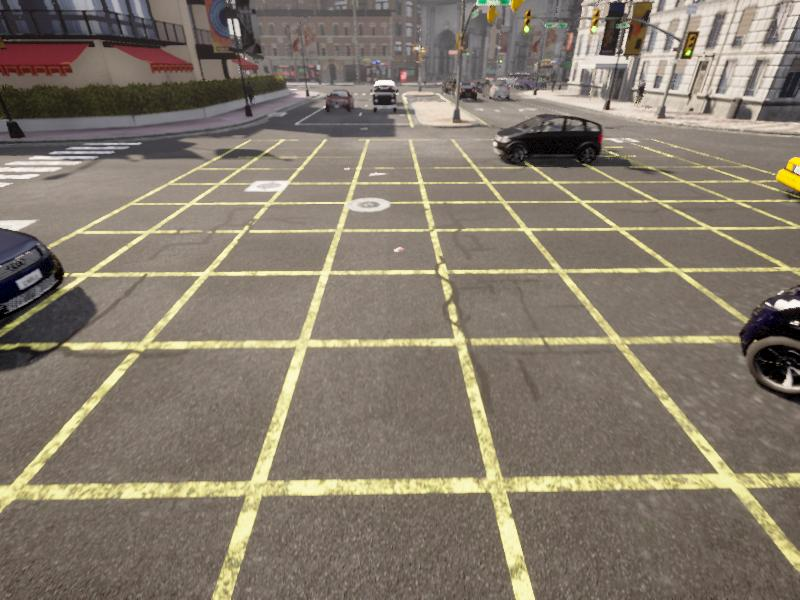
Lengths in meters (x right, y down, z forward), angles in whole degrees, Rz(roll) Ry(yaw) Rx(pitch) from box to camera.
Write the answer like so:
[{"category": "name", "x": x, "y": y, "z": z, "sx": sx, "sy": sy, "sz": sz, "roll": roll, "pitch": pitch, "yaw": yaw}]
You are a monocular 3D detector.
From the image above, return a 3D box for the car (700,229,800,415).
[{"category": "car", "x": 5.195, "y": 0.679, "z": 3.317, "sx": 1.845, "sy": 1.501, "sz": 3.633, "roll": -14, "pitch": 33, "yaw": -22}]

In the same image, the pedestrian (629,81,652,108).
[{"category": "pedestrian", "x": 18.815, "y": -16.106, "z": 31.320, "sx": 0.751, "sy": 1.860, "sz": 0.751, "roll": -3, "pitch": 30, "yaw": -5}]

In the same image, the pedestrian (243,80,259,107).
[{"category": "pedestrian", "x": -11.848, "y": -16.383, "z": 31.806, "sx": 0.751, "sy": 1.860, "sz": 0.751, "roll": -2, "pitch": 30, "yaw": -3}]

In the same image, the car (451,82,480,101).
[{"category": "car", "x": 6.654, "y": -21.522, "z": 41.253, "sx": 2.038, "sy": 1.542, "sz": 4.974, "roll": 0, "pitch": 30, "yaw": -1}]

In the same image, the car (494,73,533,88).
[{"category": "car", "x": 18.271, "y": -35.505, "z": 64.645, "sx": 5.566, "sy": 2.045, "sz": 2.150, "roll": 0, "pitch": 30, "yaw": 0}]

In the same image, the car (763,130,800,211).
[{"category": "car", "x": 12.402, "y": -2.863, "z": 9.317, "sx": 5.366, "sy": 1.575, "sz": 1.801, "roll": 10, "pitch": 32, "yaw": 16}]

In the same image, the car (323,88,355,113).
[{"category": "car", "x": -4.673, "y": -15.640, "z": 31.295, "sx": 1.812, "sy": 1.442, "sz": 4.674, "roll": 0, "pitch": 30, "yaw": -1}]

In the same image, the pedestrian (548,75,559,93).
[{"category": "pedestrian", "x": 18.756, "y": -26.418, "z": 48.943, "sx": 0.751, "sy": 1.860, "sz": 0.751, "roll": 0, "pitch": 30, "yaw": 1}]

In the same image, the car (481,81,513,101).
[{"category": "car", "x": 10.140, "y": -22.138, "z": 42.216, "sx": 2.152, "sy": 1.651, "sz": 5.027, "roll": 0, "pitch": 30, "yaw": -1}]

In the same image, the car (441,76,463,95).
[{"category": "car", "x": 6.488, "y": -27.096, "z": 50.441, "sx": 1.932, "sy": 1.855, "sz": 4.605, "roll": -1, "pitch": 30, "yaw": -1}]

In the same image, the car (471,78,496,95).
[{"category": "car", "x": 10.621, "y": -27.047, "z": 50.684, "sx": 2.242, "sy": 1.667, "sz": 4.611, "roll": 10, "pitch": 32, "yaw": 17}]

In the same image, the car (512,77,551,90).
[{"category": "car", "x": 19.148, "y": -31.611, "z": 58.378, "sx": 4.856, "sy": 1.649, "sz": 2.033, "roll": -7, "pitch": 31, "yaw": -12}]

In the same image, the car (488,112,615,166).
[{"category": "car", "x": 5.305, "y": -5.862, "z": 14.472, "sx": 3.705, "sy": 1.549, "sz": 1.789, "roll": -1, "pitch": 30, "yaw": -1}]

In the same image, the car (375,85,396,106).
[{"category": "car", "x": -1.262, "y": -18.624, "z": 36.394, "sx": 1.812, "sy": 1.442, "sz": 4.674, "roll": 0, "pitch": 30, "yaw": -1}]

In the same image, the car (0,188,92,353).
[{"category": "car", "x": -6.751, "y": -0.427, "z": 5.194, "sx": 3.705, "sy": 1.549, "sz": 1.789, "roll": -1, "pitch": 30, "yaw": -1}]

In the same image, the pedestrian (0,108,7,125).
[{"category": "pedestrian", "x": -22.758, "y": -10.645, "z": 22.006, "sx": 0.751, "sy": 1.860, "sz": 0.751, "roll": -2, "pitch": 30, "yaw": -4}]

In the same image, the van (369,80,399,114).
[{"category": "van", "x": -1.159, "y": -15.615, "z": 30.660, "sx": 2.069, "sy": 2.038, "sz": 4.480, "roll": -1, "pitch": 30, "yaw": -1}]
